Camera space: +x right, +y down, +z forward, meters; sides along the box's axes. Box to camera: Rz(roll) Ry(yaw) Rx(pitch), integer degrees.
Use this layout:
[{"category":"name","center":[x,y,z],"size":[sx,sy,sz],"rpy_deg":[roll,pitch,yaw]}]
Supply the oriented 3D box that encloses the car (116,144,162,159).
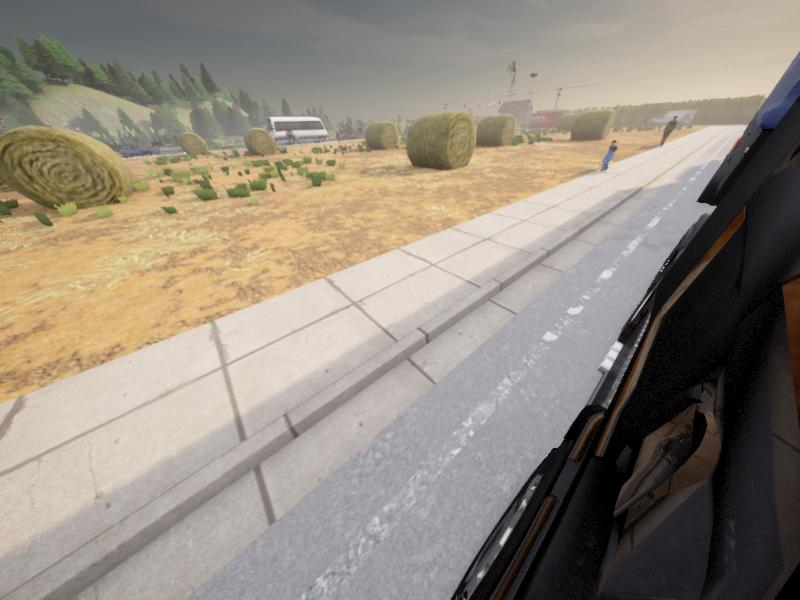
[{"category":"car","center":[-38.391,-21.961,34.173],"size":[4.193,1.474,1.816],"rpy_deg":[-25,42,-27]}]

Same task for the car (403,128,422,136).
[{"category":"car","center":[3.338,-44.374,60.972],"size":[4.856,1.649,2.033],"rpy_deg":[-26,42,-27]}]

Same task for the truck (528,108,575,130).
[{"category":"truck","center":[36.677,-43.933,56.361],"size":[2.891,3.827,8.468],"rpy_deg":[-27,43,-29]}]

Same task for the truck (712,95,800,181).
[{"category":"truck","center":[16.203,-6.915,9.631],"size":[5.204,2.467,2.627],"rpy_deg":[-30,44,-29]}]

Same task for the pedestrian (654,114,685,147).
[{"category":"pedestrian","center":[19.604,-12.325,16.855],"size":[0.751,1.860,0.751],"rpy_deg":[28,47,34]}]

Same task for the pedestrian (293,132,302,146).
[{"category":"pedestrian","center":[-17.881,-28.018,40.211],"size":[0.751,1.860,0.751],"rpy_deg":[-25,42,-27]}]

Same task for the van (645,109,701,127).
[{"category":"van","center":[52.842,-35.295,44.961],"size":[2.351,2.431,6.366],"rpy_deg":[-28,44,-29]}]

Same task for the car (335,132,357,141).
[{"category":"car","center":[-12.191,-36.991,52.351],"size":[4.193,1.474,1.816],"rpy_deg":[-26,42,-27]}]

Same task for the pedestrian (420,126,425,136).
[{"category":"pedestrian","center":[5.158,-38.884,53.075],"size":[0.751,1.860,0.751],"rpy_deg":[-30,44,-31]}]

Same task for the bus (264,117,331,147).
[{"category":"bus","center":[-19.246,-32.194,44.142],"size":[10.273,4.253,3.944],"rpy_deg":[-25,42,-28]}]

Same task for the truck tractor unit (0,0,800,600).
[{"category":"truck tractor unit","center":[2.645,-0.295,0.351],"size":[6.516,4.208,3.053],"rpy_deg":[-28,44,-30]}]

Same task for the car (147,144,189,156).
[{"category":"car","center":[-37.933,-24.735,37.973],"size":[4.718,1.301,1.895],"rpy_deg":[-26,42,-27]}]

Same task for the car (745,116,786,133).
[{"category":"car","center":[41.342,-19.949,26.206],"size":[4.181,1.385,1.994],"rpy_deg":[-28,44,-30]}]

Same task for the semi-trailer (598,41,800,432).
[{"category":"semi-trailer","center":[8.687,-3.627,4.218],"size":[14.254,4.402,2.717],"rpy_deg":[-28,44,-30]}]

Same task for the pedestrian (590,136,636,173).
[{"category":"pedestrian","center":[9.294,-6.394,10.145],"size":[0.751,1.300,0.751],"rpy_deg":[-9,37,-8]}]

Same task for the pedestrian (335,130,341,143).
[{"category":"pedestrian","center":[-11.031,-29.075,41.151],"size":[0.751,1.860,0.751],"rpy_deg":[-4,37,-2]}]
